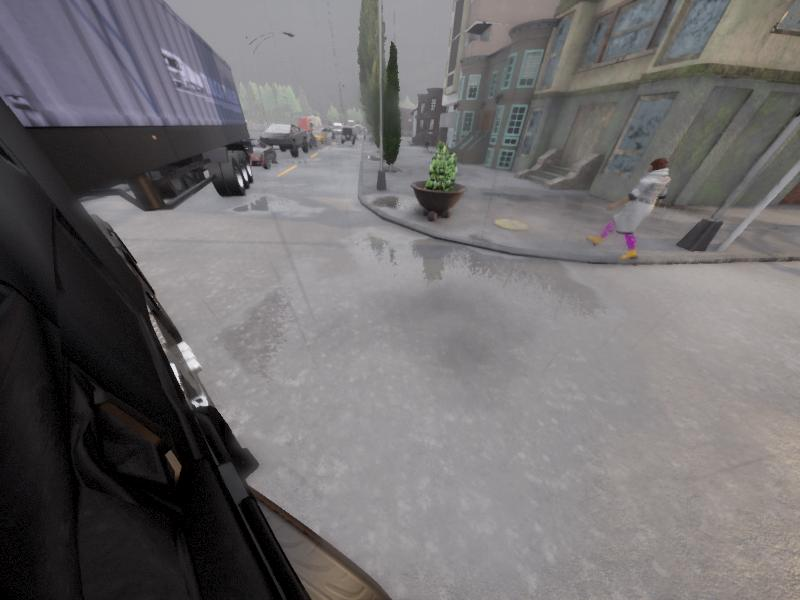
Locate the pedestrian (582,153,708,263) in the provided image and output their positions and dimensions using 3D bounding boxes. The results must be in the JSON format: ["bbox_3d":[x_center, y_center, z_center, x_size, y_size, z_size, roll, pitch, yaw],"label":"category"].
[{"bbox_3d":[4.710,-1.798,4.606,0.751,1.860,0.751,-15,40,-23],"label":"pedestrian"}]

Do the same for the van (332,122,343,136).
[{"bbox_3d":[-15.160,-41.599,56.319,1.988,2.561,5.915,-2,37,-7],"label":"van"}]

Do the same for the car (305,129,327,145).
[{"bbox_3d":[-11.295,-22.303,31.523,1.801,1.575,5.366,-2,37,-7],"label":"car"}]

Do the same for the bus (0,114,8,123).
[{"bbox_3d":[-74.800,-31.651,37.703,3.944,4.253,10.273,-2,37,-7],"label":"bus"}]

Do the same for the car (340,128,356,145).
[{"bbox_3d":[-7.662,-24.247,34.106,1.905,1.878,3.866,-2,37,-7],"label":"car"}]

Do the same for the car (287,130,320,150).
[{"bbox_3d":[-10.294,-17.391,25.056,2.128,1.511,4.902,-2,37,-7],"label":"car"}]

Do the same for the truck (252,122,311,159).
[{"bbox_3d":[-9.392,-13.286,19.115,2.390,2.098,6.274,-2,37,-7],"label":"truck"}]

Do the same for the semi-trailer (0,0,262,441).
[{"bbox_3d":[-6.237,-4.575,5.689,2.717,4.402,14.254,-11,39,-18],"label":"semi-trailer"}]

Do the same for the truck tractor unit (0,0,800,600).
[{"bbox_3d":[-2.645,-0.295,0.351,6.516,4.208,3.053,28,44,30],"label":"truck tractor unit"}]

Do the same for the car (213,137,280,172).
[{"bbox_3d":[-8.712,-8.661,13.590,1.994,1.385,4.181,-6,37,-12],"label":"car"}]

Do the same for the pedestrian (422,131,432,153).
[{"bbox_3d":[2.955,-17.325,25.343,0.751,1.860,0.751,-5,37,-10],"label":"pedestrian"}]

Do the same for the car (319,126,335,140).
[{"bbox_3d":[-12.722,-29.397,40.700,1.932,1.855,4.605,-2,37,-7],"label":"car"}]
